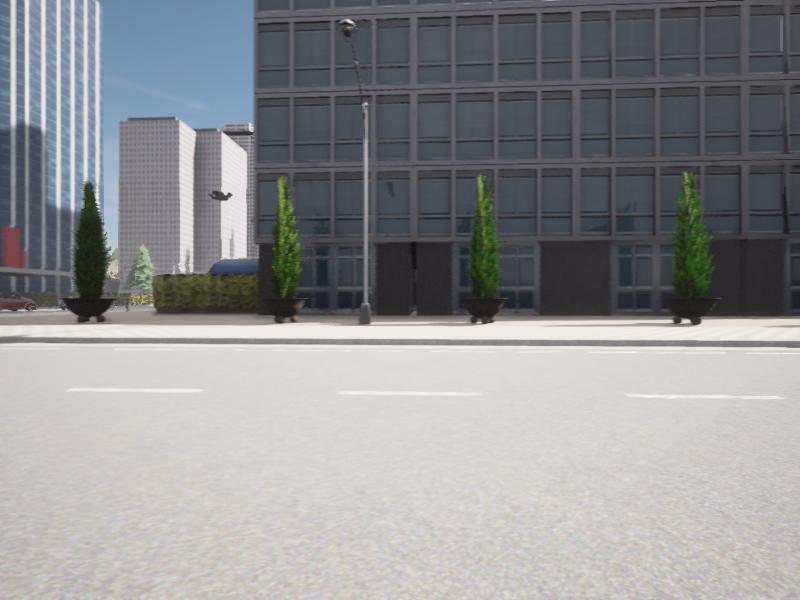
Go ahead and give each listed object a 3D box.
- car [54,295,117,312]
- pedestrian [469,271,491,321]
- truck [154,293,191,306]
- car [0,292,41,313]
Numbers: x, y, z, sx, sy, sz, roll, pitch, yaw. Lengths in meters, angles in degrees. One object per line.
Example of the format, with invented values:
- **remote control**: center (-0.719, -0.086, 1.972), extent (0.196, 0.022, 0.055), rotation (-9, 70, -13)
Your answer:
- **car**: center (-27.962, 0.263, 35.753), extent (1.812, 1.442, 4.674), rotation (0, 0, 2)
- **pedestrian**: center (3.029, -0.145, 15.110), extent (0.751, 1.860, 0.751), rotation (0, 0, 18)
- **truck**: center (-37.254, -0.074, 65.745), extent (2.390, 2.098, 6.274), rotation (0, 0, 2)
- **car**: center (-31.552, 0.184, 32.026), extent (1.851, 1.617, 3.988), rotation (0, 0, 5)
